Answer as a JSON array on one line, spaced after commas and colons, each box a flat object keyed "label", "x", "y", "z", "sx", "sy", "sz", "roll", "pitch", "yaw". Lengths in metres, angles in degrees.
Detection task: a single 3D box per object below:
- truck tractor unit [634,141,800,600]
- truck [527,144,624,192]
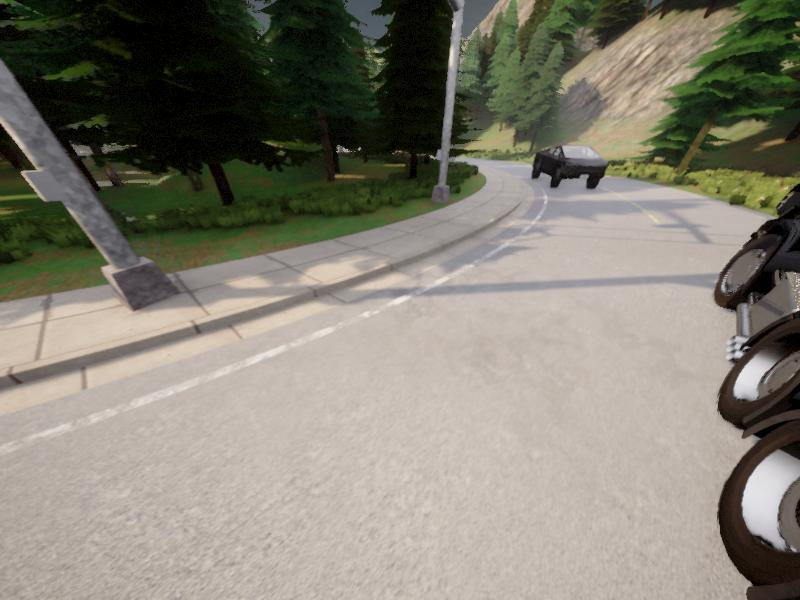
[{"label": "truck tractor unit", "x": 4.886, "y": -0.478, "z": 1.046, "sx": 6.516, "sy": 4.208, "sz": 3.053, "roll": -27, "pitch": 43, "yaw": -33}, {"label": "truck", "x": 10.525, "y": -8.635, "z": 14.754, "sx": 2.390, "sy": 2.098, "sz": 6.274, "roll": 7, "pitch": 35, "yaw": 9}]
